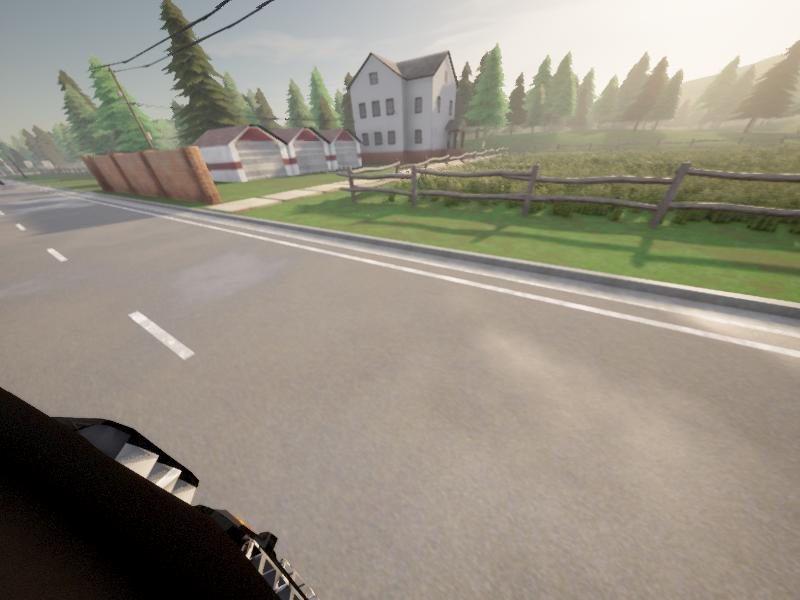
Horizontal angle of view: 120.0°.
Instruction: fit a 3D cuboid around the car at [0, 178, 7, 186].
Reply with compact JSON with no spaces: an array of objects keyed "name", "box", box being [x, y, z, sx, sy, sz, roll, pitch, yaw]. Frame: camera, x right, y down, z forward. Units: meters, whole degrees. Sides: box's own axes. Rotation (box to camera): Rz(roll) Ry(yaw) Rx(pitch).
[{"name":"car","box":[-58.382,-17.179,32.408,5.566,2.045,2.150,16,38,26]}]
